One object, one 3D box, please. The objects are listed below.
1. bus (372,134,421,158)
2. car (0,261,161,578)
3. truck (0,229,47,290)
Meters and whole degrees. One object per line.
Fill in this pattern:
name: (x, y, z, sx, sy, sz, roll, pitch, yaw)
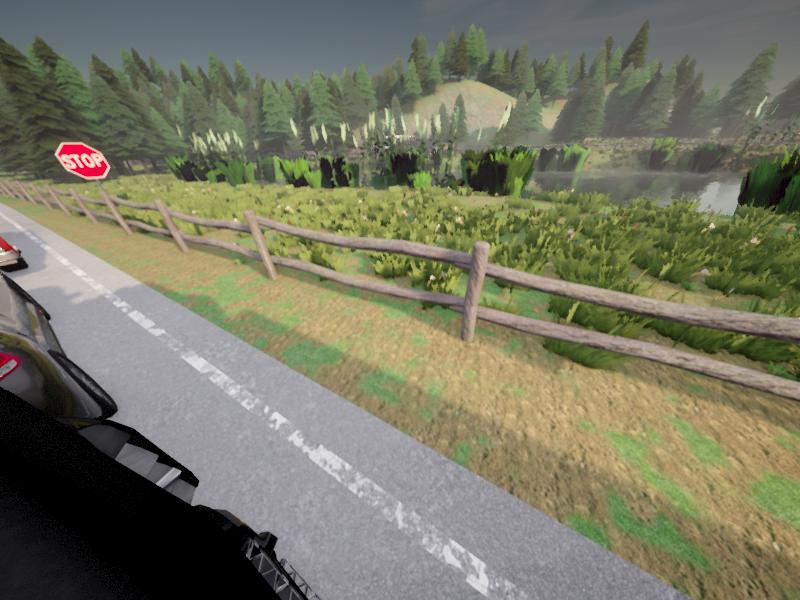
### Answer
bus: (-0.725, -35.521, 53.460, 10.273, 4.253, 3.944, 10, 36, 18)
car: (-4.870, 0.573, 1.930, 5.027, 1.651, 2.152, 16, 38, 26)
truck: (-10.967, -1.532, 4.757, 5.204, 2.467, 2.627, 16, 38, 26)
